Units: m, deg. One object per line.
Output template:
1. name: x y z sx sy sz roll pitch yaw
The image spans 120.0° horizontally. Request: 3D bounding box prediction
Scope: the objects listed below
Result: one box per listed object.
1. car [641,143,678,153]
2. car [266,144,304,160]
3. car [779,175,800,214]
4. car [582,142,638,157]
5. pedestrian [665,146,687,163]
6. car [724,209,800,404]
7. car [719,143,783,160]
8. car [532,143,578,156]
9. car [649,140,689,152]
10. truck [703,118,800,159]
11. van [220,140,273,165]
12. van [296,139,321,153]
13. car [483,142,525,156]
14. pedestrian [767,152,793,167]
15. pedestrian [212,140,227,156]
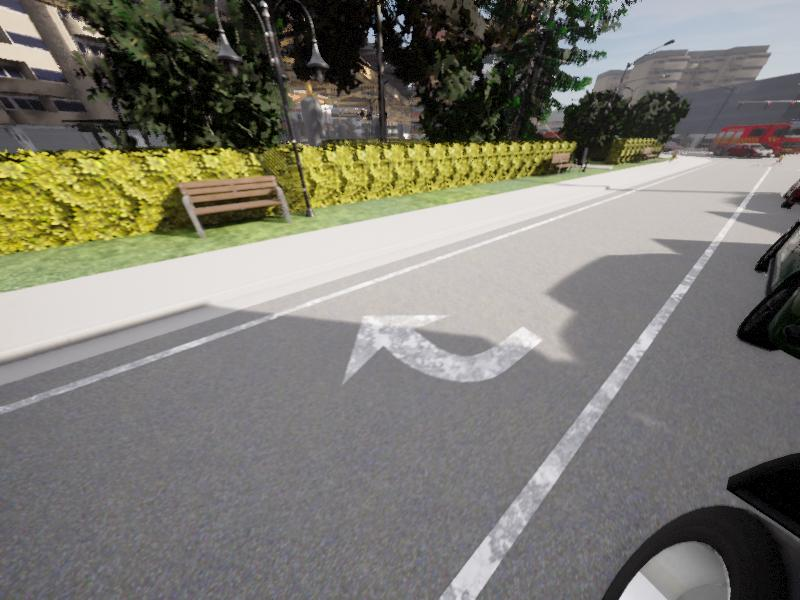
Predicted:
1. car: 44.331 -26.125 39.626 1.994 1.385 4.181 5 35 8
2. car: -15.356 -20.072 31.164 1.801 1.575 5.366 5 36 8
3. car: 16.258 -4.210 8.527 4.674 1.442 1.812 -23 41 -28
4. car: 28.765 -20.785 31.822 5.027 1.651 2.152 6 36 9
5. pedestrian: 26.237 -13.873 22.002 0.751 1.300 0.751 -22 41 -28
6. car: 6.676 -0.449 2.741 5.566 2.045 2.150 -22 41 -29
7. car: 41.929 -17.907 27.774 1.970 1.475 3.806 5 35 8
8. car: 21.935 -21.393 32.858 4.792 1.488 2.163 6 36 8
9. car: 48.307 -27.795 41.655 2.097 1.767 4.553 5 35 8
10. truck: 46.005 -20.733 29.737 2.891 3.827 8.468 5 35 8
11. van: -16.547 -16.221 25.304 2.069 2.038 4.480 5 36 8
12. van: -16.584 -28.160 42.262 2.069 2.038 4.480 5 35 8
13. car: 15.088 -22.117 33.813 5.027 1.651 2.152 6 36 8
14. pedestrian: 32.544 -12.050 19.788 0.500 1.100 0.500 -3 35 -4
15. pedestrian: -26.022 -21.896 33.288 0.751 1.860 0.751 6 36 9
